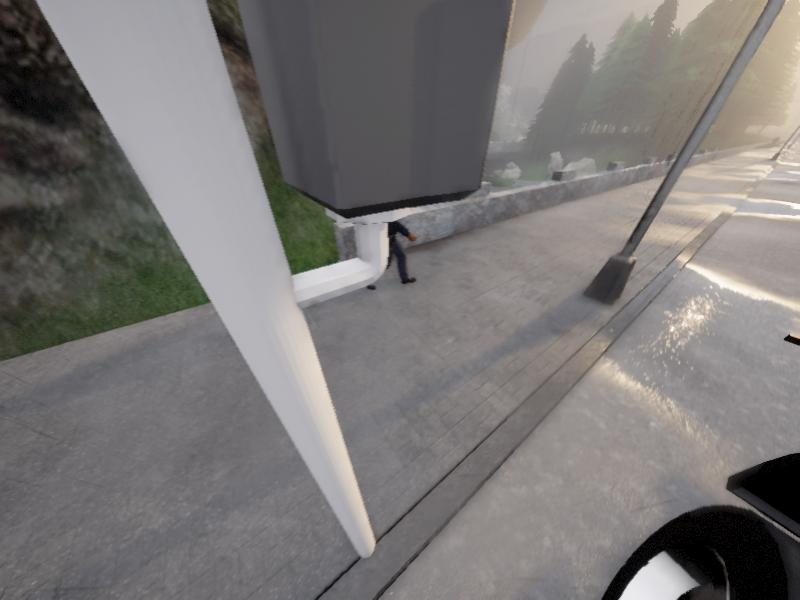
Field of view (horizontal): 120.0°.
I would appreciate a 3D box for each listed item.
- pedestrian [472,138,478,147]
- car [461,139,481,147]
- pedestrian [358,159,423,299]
[{"bbox_3d":[18.803,-39.328,57.670,0.751,1.860,0.751,-22,41,-27],"label":"pedestrian"},{"bbox_3d":[19.514,-43.131,63.468,5.238,1.638,1.930,-22,41,-28],"label":"car"},{"bbox_3d":[-0.157,-1.021,3.519,0.751,1.860,0.751,-6,36,-7],"label":"pedestrian"}]
